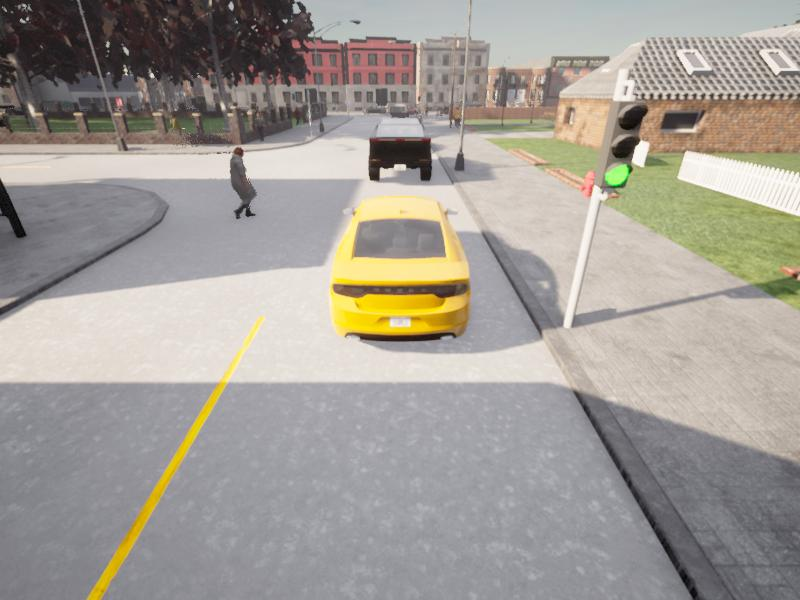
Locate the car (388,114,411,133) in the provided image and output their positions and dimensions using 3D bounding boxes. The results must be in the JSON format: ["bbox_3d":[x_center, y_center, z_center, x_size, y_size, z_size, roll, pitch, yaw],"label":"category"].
[{"bbox_3d":[-0.003,-15.610,35.287,1.895,1.301,4.718,0,27,0],"label":"car"}]

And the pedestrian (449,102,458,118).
[{"bbox_3d":[6.930,-24.532,51.628,0.751,1.860,0.751,19,33,32],"label":"pedestrian"}]

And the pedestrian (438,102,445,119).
[{"bbox_3d":[5.069,-23.011,48.673,0.751,1.860,0.751,2,27,3],"label":"pedestrian"}]

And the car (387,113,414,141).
[{"bbox_3d":[0.006,-12.808,29.536,1.851,1.617,3.988,0,27,0],"label":"car"}]

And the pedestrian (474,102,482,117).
[{"bbox_3d":[10.377,-25.387,53.279,0.751,1.860,0.751,9,29,18],"label":"pedestrian"}]

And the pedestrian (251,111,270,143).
[{"bbox_3d":[-8.979,-11.169,25.817,0.751,1.860,0.751,-1,27,-2],"label":"pedestrian"}]

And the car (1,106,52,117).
[{"bbox_3d":[-55.965,-28.224,60.015,5.357,1.411,2.033,0,27,0],"label":"car"}]

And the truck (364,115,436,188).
[{"bbox_3d":[0.003,-6.354,16.531,2.390,2.098,6.274,0,27,0],"label":"truck"}]

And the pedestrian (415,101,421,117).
[{"bbox_3d":[2.459,-25.983,54.424,0.751,1.860,0.751,1,27,2],"label":"pedestrian"}]

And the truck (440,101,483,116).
[{"bbox_3d":[9.654,-30.394,63.447,6.274,2.098,2.390,0,27,0],"label":"truck"}]

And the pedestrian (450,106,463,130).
[{"bbox_3d":[4.935,-15.892,34.938,0.751,1.860,0.751,-6,28,-11],"label":"pedestrian"}]

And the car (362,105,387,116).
[{"bbox_3d":[-4.024,-30.152,63.562,3.705,1.549,1.789,0,27,0],"label":"car"}]

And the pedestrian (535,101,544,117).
[{"bbox_3d":[18.789,-25.700,53.884,0.751,1.860,0.751,0,27,0],"label":"pedestrian"}]

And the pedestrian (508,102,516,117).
[{"bbox_3d":[14.790,-25.169,52.857,0.751,1.860,0.751,0,27,0],"label":"pedestrian"}]

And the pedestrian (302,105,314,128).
[{"bbox_3d":[-8.562,-17.122,37.316,0.751,1.860,0.751,3,28,6],"label":"pedestrian"}]

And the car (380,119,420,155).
[{"bbox_3d":[0.004,-9.696,23.627,2.128,1.511,4.902,0,27,0],"label":"car"}]

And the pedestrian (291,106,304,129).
[{"bbox_3d":[-9.258,-16.532,36.176,0.751,1.860,0.751,0,27,0],"label":"pedestrian"}]

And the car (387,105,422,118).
[{"bbox_3d":[0.682,-29.834,63.198,5.027,1.651,2.152,-9,29,-17],"label":"car"}]

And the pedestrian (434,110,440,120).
[{"bbox_3d":[4.442,-22.034,47.611,0.500,1.100,0.500,-11,29,-20],"label":"pedestrian"}]

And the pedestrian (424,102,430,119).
[{"bbox_3d":[3.304,-23.334,49.296,0.751,1.860,0.751,2,27,3],"label":"pedestrian"}]

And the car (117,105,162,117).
[{"bbox_3d":[-38.999,-28.333,59.973,5.238,1.638,1.930,0,27,0],"label":"car"}]

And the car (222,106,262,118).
[{"bbox_3d":[-23.667,-28.251,60.027,4.902,1.511,2.128,0,27,0],"label":"car"}]

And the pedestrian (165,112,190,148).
[{"bbox_3d":[-13.118,-10.043,23.641,0.751,1.860,0.751,-4,28,-8],"label":"pedestrian"}]

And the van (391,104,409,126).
[{"bbox_3d":[0.004,-19.457,41.967,1.775,1.987,4.442,0,27,0],"label":"van"}]

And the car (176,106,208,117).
[{"bbox_3d":[-31.190,-28.303,59.993,3.633,1.501,1.845,0,27,0],"label":"car"}]

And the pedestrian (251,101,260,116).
[{"bbox_3d":[-20.130,-26.606,55.641,0.751,1.860,0.751,-4,28,-8],"label":"pedestrian"}]

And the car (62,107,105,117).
[{"bbox_3d":[-47.438,-28.182,60.045,4.718,1.301,1.895,0,27,0],"label":"car"}]

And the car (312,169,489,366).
[{"bbox_3d":[0.004,-1.012,6.821,1.882,1.535,5.008,0,27,0],"label":"car"}]

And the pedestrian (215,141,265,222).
[{"bbox_3d":[-4.145,-3.082,10.417,0.751,1.860,0.751,-16,31,-28],"label":"pedestrian"}]
